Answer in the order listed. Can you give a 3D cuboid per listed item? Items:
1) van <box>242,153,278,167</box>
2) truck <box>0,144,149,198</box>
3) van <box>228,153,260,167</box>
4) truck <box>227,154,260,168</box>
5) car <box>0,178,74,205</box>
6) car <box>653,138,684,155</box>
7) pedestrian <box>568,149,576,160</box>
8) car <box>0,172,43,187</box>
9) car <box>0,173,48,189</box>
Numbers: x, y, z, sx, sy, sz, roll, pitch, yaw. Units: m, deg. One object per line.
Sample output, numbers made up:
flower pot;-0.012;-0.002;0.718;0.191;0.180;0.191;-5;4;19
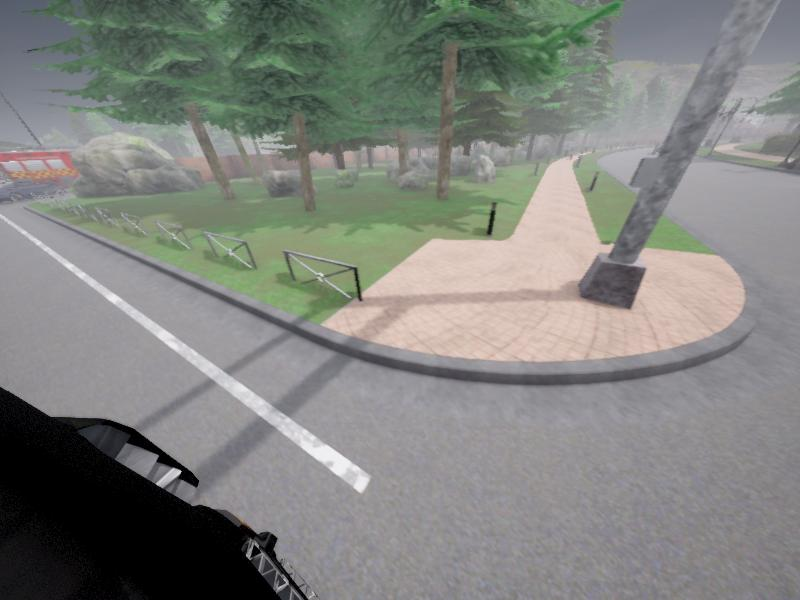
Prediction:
van;-32.108;-32.283;53.234;2.351;2.431;6.366;15;38;25
truck;-32.178;-13.047;22.977;2.891;3.827;8.468;15;38;25
van;-38.003;-34.236;56.497;1.988;2.561;5.915;15;38;25
truck;-36.086;-32.188;53.362;2.627;2.467;5.204;15;38;25
car;-30.600;-8.940;18.887;1.994;1.385;4.181;-3;34;1
car;36.055;-20.725;31.134;2.097;1.767;4.553;24;42;35
pedestrian;20.677;-17.494;27.751;0.500;1.100;0.500;16;38;27
car;-57.340;-17.957;34.425;1.816;1.474;4.193;15;38;25
car;-51.717;-15.820;30.718;1.882;1.535;5.008;15;38;25
